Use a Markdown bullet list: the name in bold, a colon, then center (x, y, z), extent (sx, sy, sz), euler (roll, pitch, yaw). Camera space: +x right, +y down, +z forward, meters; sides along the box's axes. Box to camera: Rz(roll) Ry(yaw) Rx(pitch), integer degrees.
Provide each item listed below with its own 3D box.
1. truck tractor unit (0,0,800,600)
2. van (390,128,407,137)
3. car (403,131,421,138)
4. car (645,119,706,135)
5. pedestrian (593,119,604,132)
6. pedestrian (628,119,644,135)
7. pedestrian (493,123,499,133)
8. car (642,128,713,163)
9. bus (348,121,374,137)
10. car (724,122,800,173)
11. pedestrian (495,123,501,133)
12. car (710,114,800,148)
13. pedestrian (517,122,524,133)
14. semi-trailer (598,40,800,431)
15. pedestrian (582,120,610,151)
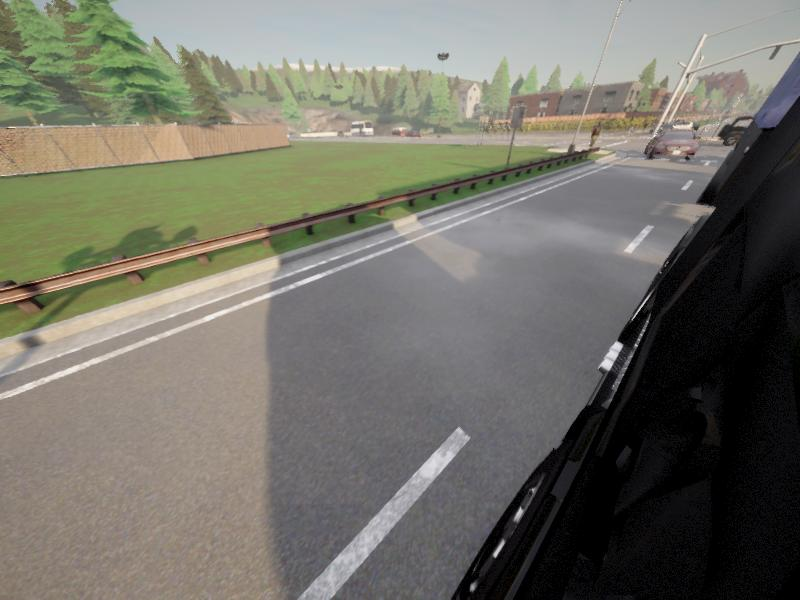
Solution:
- **truck tractor unit**: center (2.645, -0.295, 0.351), extent (6.516, 4.208, 3.053), euler (-28, 44, -30)
- **van**: center (-0.376, -45.936, 63.383), extent (2.069, 2.038, 4.480), euler (-28, 43, -29)
- **car**: center (2.858, -40.108, 55.950), extent (1.994, 1.385, 4.181), euler (-28, 43, -29)
- **car**: center (37.689, -23.756, 31.758), extent (4.974, 1.542, 2.038), euler (3, 37, 7)
- **pedestrian**: center (36.445, -32.088, 42.406), extent (0.751, 1.860, 0.751), euler (-28, 44, -30)
- **pedestrian**: center (35.371, -25.954, 34.630), extent (0.751, 1.860, 0.751), euler (-20, 40, -21)
- **pedestrian**: center (22.938, -41.149, 55.371), extent (0.751, 1.860, 0.751), euler (-26, 43, -28)
- **car**: center (16.827, -9.665, 14.306), extent (1.812, 1.442, 4.674), euler (22, 43, 28)
- **bus**: center (-13.544, -59.309, 80.245), extent (3.944, 4.253, 10.273), euler (-26, 43, -28)
- **car**: center (18.209, -7.535, 11.223), extent (5.027, 1.651, 2.152), euler (-28, 44, -30)
- **pedestrian**: center (23.444, -41.081, 55.247), extent (0.751, 1.860, 0.751), euler (-28, 43, -29)
- **car**: center (26.903, -12.671, 17.317), extent (1.905, 1.878, 3.866), euler (-28, 43, -29)
- **pedestrian**: center (27.025, -38.568, 51.663), extent (0.751, 1.860, 0.751), euler (-27, 43, -29)
- **semi-trailer**: center (8.693, -3.607, 4.235), extent (14.254, 4.402, 2.717), euler (-28, 44, -30)
- **pedestrian**: center (14.695, -12.340, 17.374), extent (0.751, 1.860, 0.751), euler (-5, 37, -3)
